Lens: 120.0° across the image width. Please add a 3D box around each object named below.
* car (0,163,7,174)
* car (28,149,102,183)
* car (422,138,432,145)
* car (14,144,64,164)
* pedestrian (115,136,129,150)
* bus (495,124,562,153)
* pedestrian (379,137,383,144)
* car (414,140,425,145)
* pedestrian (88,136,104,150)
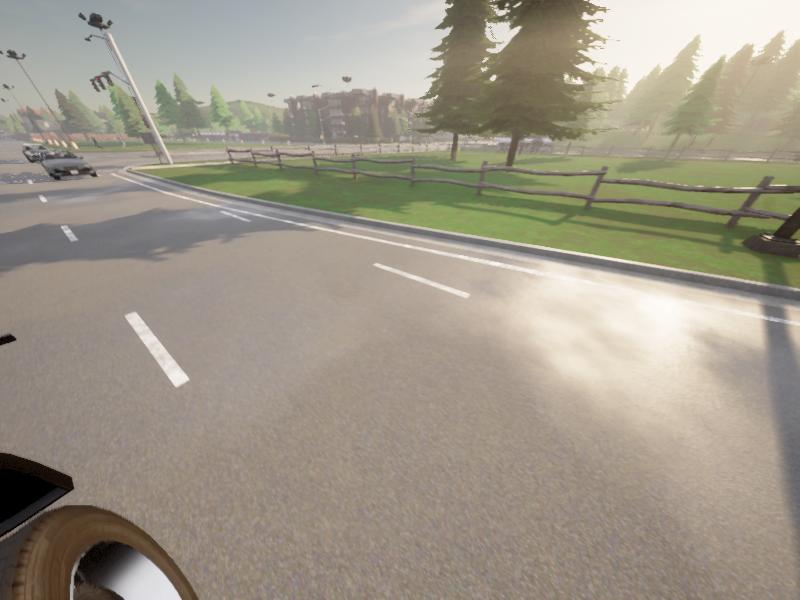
[{"bbox_3d":[-29.992,-9.739,16.065,4.902,1.511,2.128,22,41,28],"label":"car"},{"bbox_3d":[-20.795,-8.429,14.338,4.193,1.474,1.816,22,41,28],"label":"car"},{"bbox_3d":[9.625,-56.165,81.883,1.905,1.878,3.866,22,41,28],"label":"car"},{"bbox_3d":[-34.989,-14.234,22.405,3.806,1.475,1.970,22,41,28],"label":"car"},{"bbox_3d":[-47.099,-26.594,39.135,0.751,1.860,0.751,26,43,32],"label":"pedestrian"},{"bbox_3d":[24.745,-31.514,45.084,10.273,4.253,3.944,22,41,28],"label":"bus"},{"bbox_3d":[-6.400,-53.569,77.716,0.751,1.860,0.751,19,39,24],"label":"pedestrian"},{"bbox_3d":[7.078,-57.373,84.054,1.895,1.301,4.718,22,41,28],"label":"car"},{"bbox_3d":[-49.369,-25.460,37.507,0.751,1.860,0.751,24,42,30],"label":"pedestrian"}]
